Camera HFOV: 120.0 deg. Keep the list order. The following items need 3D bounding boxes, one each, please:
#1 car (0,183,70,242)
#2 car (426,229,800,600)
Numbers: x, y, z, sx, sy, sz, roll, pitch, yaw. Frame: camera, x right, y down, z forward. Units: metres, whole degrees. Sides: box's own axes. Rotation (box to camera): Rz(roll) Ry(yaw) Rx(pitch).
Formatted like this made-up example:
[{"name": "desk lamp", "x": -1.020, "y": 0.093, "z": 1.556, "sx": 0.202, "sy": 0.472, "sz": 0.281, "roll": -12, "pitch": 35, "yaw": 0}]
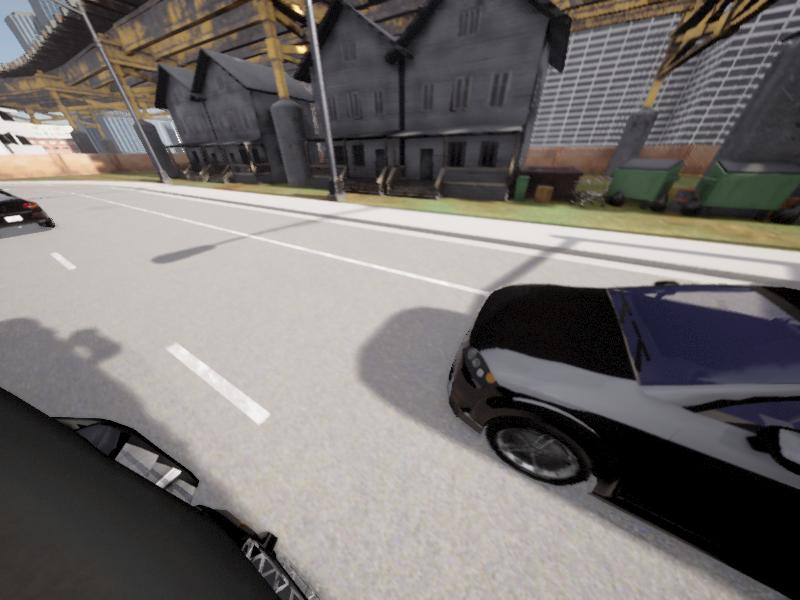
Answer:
[{"name": "car", "x": -14.553, "y": -3.113, "z": 7.951, "sx": 4.674, "sy": 1.442, "sz": 1.812, "roll": 10, "pitch": 34, "yaw": 16}, {"name": "car", "x": 2.551, "y": 0.698, "z": 1.697, "sx": 4.181, "sy": 1.385, "sz": 1.994, "roll": 17, "pitch": 37, "yaw": 25}]
